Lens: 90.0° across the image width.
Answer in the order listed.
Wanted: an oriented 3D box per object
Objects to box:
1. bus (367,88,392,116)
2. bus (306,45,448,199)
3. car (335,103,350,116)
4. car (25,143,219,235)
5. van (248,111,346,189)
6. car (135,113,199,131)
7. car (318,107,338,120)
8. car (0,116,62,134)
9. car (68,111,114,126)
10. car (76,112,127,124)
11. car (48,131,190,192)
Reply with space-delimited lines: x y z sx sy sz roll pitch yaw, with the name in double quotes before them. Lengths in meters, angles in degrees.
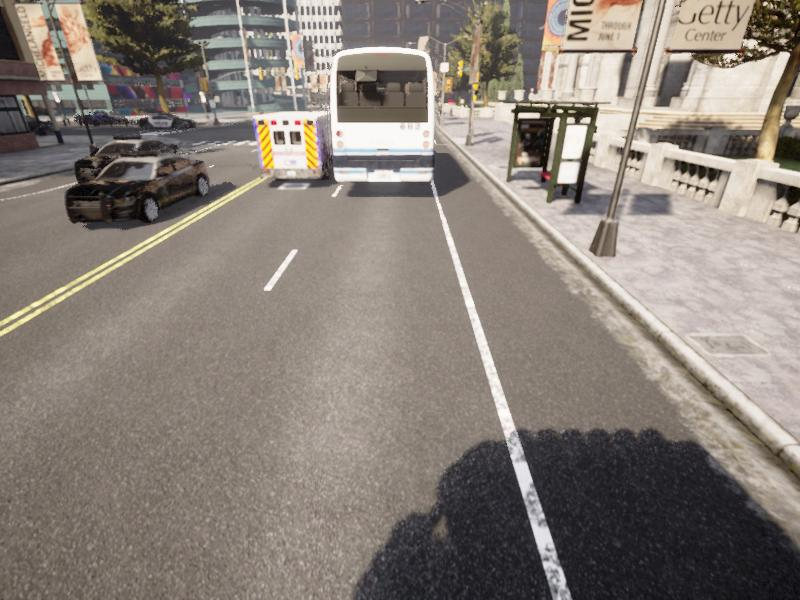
"bus" -3.438 -35.275 71.281 3.944 4.253 10.273 0 27 0
"bus" -0.589 -7.467 16.676 3.944 4.253 10.273 0 26 1
"car" -10.314 -34.527 72.441 1.932 1.855 4.605 0 27 1
"car" -7.535 -3.511 11.798 1.930 1.638 5.238 0 27 1
"van" -3.967 -6.611 17.017 2.351 2.431 6.366 0 27 1
"car" -23.281 -17.898 40.181 4.974 1.542 2.038 0 27 0
"car" -10.669 -27.749 59.482 1.845 1.501 3.633 4 28 8
"car" -34.635 -16.297 37.146 4.674 1.442 1.812 0 27 0
"car" -36.478 -21.538 47.346 3.633 1.501 1.845 0 27 0
"car" -37.653 -23.025 50.523 4.718 1.301 1.895 0 27 0
"car" -10.995 -5.815 16.325 1.930 1.638 5.238 0 27 1
